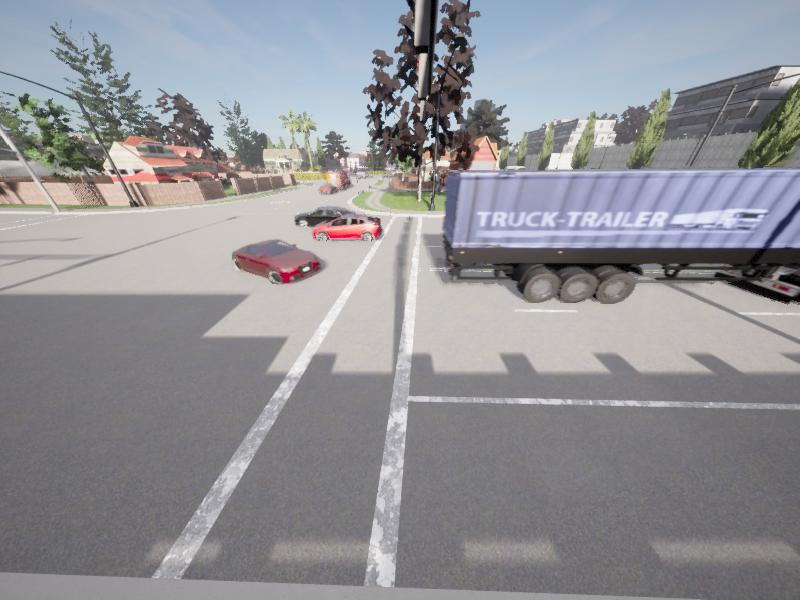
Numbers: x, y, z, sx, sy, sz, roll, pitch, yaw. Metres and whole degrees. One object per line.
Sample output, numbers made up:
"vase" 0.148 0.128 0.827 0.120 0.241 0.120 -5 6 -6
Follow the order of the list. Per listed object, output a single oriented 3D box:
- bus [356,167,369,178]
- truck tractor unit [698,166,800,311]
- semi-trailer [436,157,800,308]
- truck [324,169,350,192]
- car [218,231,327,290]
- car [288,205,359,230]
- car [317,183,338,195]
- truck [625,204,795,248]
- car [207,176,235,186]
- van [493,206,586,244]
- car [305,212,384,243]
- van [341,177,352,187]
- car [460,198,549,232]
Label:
"bus" -16.290 -55.543 100.349 3.944 4.253 10.273 0 30 0
"truck tractor unit" 16.638 -2.184 7.959 6.516 4.208 3.053 1 30 1
"semi-trailer" 8.721 -2.367 8.082 14.254 4.402 2.717 1 30 1
"truck" -12.756 -24.915 47.736 2.891 3.827 8.468 0 30 0
"car" -5.660 -1.913 10.352 4.181 1.385 1.994 15 33 24
"car" -5.908 -6.618 18.374 4.892 1.490 1.837 2 30 3
"car" -12.730 -19.705 40.913 2.152 1.651 5.027 0 30 0
"truck" 18.791 -4.707 14.462 6.274 2.098 2.390 1 30 2
"car" -41.730 -27.833 53.957 4.605 1.855 1.932 0 30 0
"van" 8.650 -4.815 14.762 4.442 1.987 1.775 1 30 1
"car" -3.420 -4.763 15.130 4.514 1.525 2.007 1 30 1
"van" -12.924 -28.576 55.915 1.775 1.987 4.442 -1 30 -2
"car" 7.745 -6.596 17.786 5.566 2.045 2.150 1 30 1
